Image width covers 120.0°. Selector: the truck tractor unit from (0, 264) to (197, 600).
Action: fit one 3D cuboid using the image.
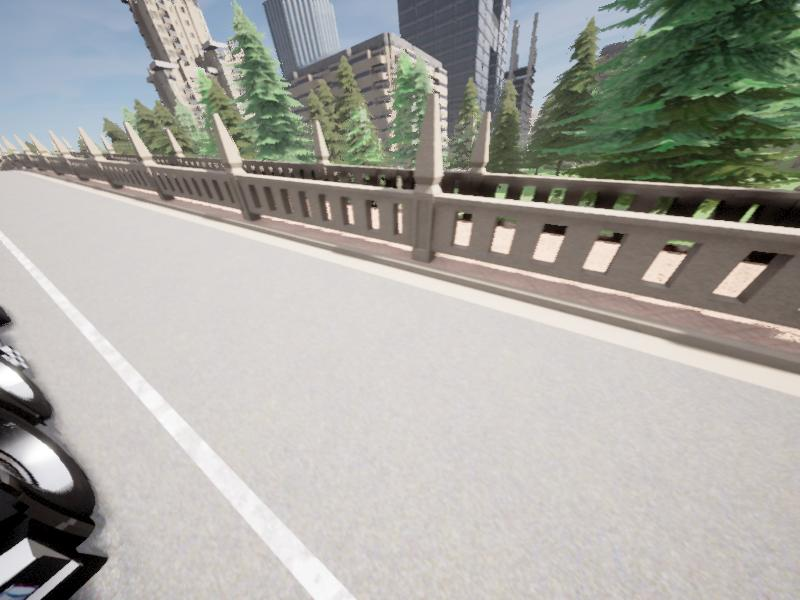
[{"bbox_3d":[-5.110,-0.300,0.786,6.516,4.208,3.053,18,39,24],"label":"truck tractor unit"}]
